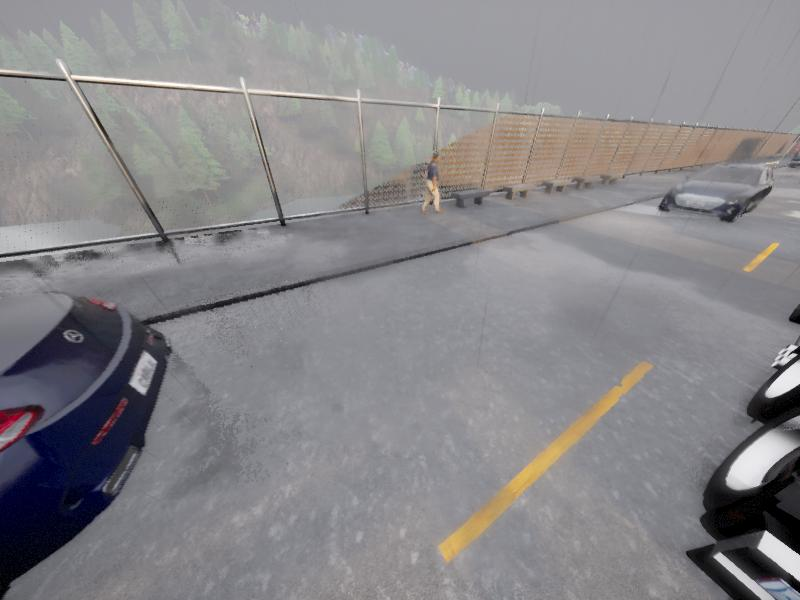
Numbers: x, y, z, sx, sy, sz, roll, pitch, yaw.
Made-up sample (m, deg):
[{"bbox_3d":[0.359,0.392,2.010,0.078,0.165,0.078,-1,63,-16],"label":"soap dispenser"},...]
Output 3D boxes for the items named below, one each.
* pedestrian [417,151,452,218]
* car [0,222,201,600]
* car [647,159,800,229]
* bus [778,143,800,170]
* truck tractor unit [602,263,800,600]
[{"bbox_3d":[1.086,-3.786,7.592,0.751,1.860,0.751,-8,36,-11],"label":"pedestrian"},{"bbox_3d":[-4.306,1.195,0.834,5.027,1.651,2.152,-18,39,-24],"label":"car"},{"bbox_3d":[12.032,-4.146,8.610,4.856,1.649,2.033,-18,39,-24],"label":"car"},{"bbox_3d":[43.506,-15.424,22.723,10.273,4.253,3.944,-18,39,-24],"label":"bus"},{"bbox_3d":[5.108,-0.304,0.785,6.516,4.208,3.053,-18,39,-24],"label":"truck tractor unit"}]
